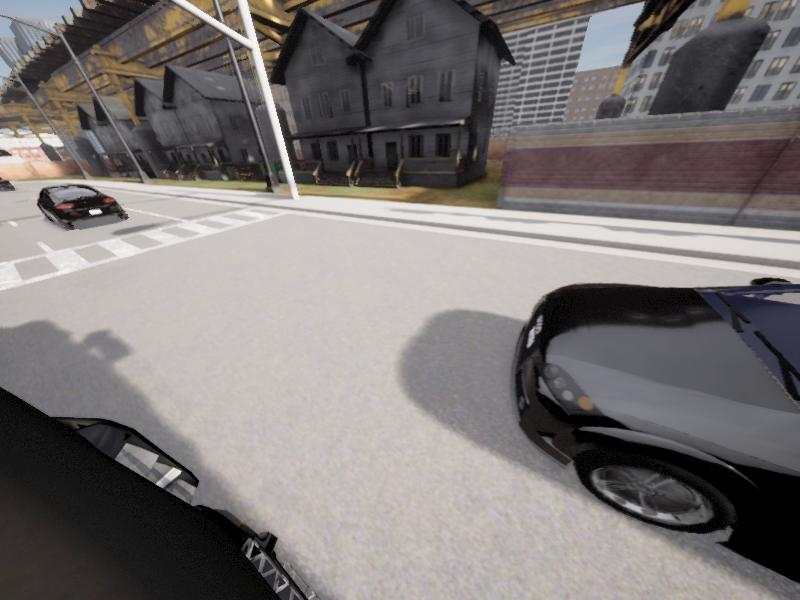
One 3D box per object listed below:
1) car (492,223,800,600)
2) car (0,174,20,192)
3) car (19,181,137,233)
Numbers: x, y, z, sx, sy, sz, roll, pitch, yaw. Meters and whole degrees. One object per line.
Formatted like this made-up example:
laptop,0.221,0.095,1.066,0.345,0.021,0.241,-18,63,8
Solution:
car,3.062,0.720,1.384,4.181,1.385,1.994,16,38,26
car,-43.853,-12.585,24.804,4.902,1.511,2.128,14,37,23
car,-13.762,-4.116,9.858,4.674,1.442,1.812,16,38,26
